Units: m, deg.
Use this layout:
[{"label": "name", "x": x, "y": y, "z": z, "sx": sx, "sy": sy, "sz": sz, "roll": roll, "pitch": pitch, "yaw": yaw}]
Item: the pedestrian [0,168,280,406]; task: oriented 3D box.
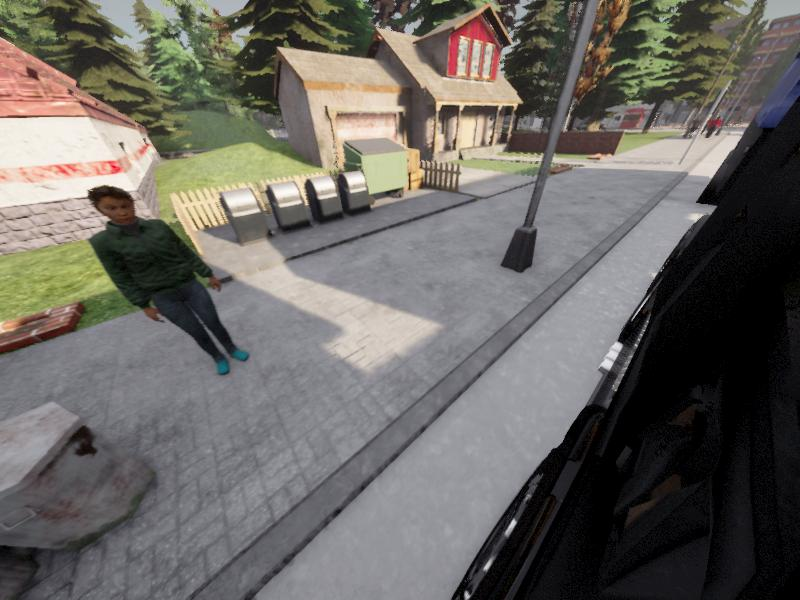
[{"label": "pedestrian", "x": -1.946, "y": -0.043, "z": 2.065, "sx": 0.751, "sy": 1.860, "sz": 0.751, "roll": 22, "pitch": 43, "yaw": 29}]

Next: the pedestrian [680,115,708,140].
[{"label": "pedestrian", "x": 28.170, "y": -16.579, "z": 22.185, "sx": 0.751, "sy": 1.860, "sz": 0.751, "roll": -19, "pitch": 40, "yaw": -20}]

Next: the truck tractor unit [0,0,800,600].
[{"label": "truck tractor unit", "x": 2.645, "y": -0.295, "z": 0.351, "sx": 6.516, "sy": 4.208, "sz": 3.053, "roll": -28, "pitch": 44, "yaw": -30}]

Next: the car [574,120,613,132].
[{"label": "car", "x": 36.498, "y": -32.899, "z": 43.817, "sx": 2.152, "sy": 1.651, "sz": 5.027, "roll": -28, "pitch": 44, "yaw": -30}]

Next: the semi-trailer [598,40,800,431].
[{"label": "semi-trailer", "x": 8.690, "y": -3.614, "z": 4.229, "sx": 14.254, "sy": 4.402, "sz": 2.717, "roll": -28, "pitch": 44, "yaw": -30}]

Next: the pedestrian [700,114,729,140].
[{"label": "pedestrian", "x": 28.930, "y": -15.937, "z": 21.282, "sx": 0.751, "sy": 1.860, "sz": 0.751, "roll": 27, "pitch": 46, "yaw": 34}]
